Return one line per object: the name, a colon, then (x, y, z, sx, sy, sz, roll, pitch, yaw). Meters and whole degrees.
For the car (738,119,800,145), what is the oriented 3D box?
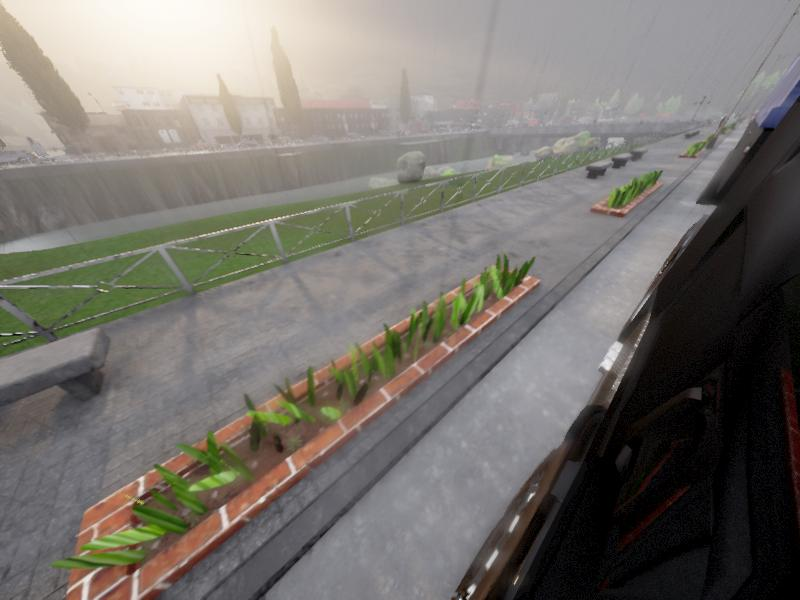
car: (29.414, -13.511, 18.541, 4.514, 1.525, 2.007, -28, 44, -30)

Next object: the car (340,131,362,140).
car: (-12.666, -42.525, 59.760, 5.238, 1.638, 1.930, -28, 44, -30)

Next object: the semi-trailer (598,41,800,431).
semi-trailer: (8.693, -3.610, 4.231, 14.254, 4.402, 2.717, -28, 44, -30)

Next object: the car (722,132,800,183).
car: (15.663, -6.074, 9.651, 4.181, 1.385, 1.994, -28, 44, -30)

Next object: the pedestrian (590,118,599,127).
pedestrian: (47.966, -43.688, 56.879, 0.751, 1.860, 0.751, -6, 37, -4)

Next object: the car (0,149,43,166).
car: (-54.782, -19.925, 32.292, 4.856, 1.649, 2.033, -29, 44, -31)

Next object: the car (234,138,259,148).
car: (-31.562, -32.341, 47.509, 3.806, 1.475, 1.970, -28, 44, -30)

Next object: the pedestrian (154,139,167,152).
pedestrian: (-43.795, -28.235, 42.270, 0.751, 1.860, 0.751, -21, 41, -23)

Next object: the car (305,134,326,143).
car: (-20.071, -38.494, 54.989, 3.806, 1.475, 1.970, -28, 44, -30)

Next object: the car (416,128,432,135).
car: (7.510, -53.287, 72.925, 5.008, 1.535, 1.882, -28, 44, -30)

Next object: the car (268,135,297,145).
car: (-25.907, -35.437, 51.145, 5.238, 1.638, 1.930, -28, 44, -30)

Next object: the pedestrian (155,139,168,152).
pedestrian: (-43.349, -28.017, 41.951, 0.751, 1.860, 0.751, 21, 43, 28)

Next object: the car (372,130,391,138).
car: (-5.056, -46.604, 64.715, 4.856, 1.649, 2.033, -28, 44, -30)

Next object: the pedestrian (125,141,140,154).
pedestrian: (-47.158, -26.936, 40.751, 0.751, 1.860, 0.751, -12, 38, -13)

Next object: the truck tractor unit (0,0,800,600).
truck tractor unit: (2.645, -0.295, 0.351, 6.516, 4.208, 3.053, -28, 44, -30)

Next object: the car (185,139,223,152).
car: (-37.119, -29.425, 43.851, 5.027, 1.651, 2.152, -28, 44, -30)

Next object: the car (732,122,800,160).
car: (21.883, -9.482, 13.643, 4.514, 1.525, 2.007, -28, 44, -30)

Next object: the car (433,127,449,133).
car: (13.704, -56.646, 76.927, 5.238, 1.638, 1.930, -28, 44, -30)

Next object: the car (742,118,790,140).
car: (34.594, -16.262, 21.925, 4.193, 1.474, 1.816, -28, 44, -30)

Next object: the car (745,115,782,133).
car: (44.897, -21.801, 28.610, 5.008, 1.535, 1.882, -28, 44, -30)

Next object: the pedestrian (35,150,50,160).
pedestrian: (-58.181, -23.669, 37.578, 0.751, 1.300, 0.751, 27, 46, 33)
